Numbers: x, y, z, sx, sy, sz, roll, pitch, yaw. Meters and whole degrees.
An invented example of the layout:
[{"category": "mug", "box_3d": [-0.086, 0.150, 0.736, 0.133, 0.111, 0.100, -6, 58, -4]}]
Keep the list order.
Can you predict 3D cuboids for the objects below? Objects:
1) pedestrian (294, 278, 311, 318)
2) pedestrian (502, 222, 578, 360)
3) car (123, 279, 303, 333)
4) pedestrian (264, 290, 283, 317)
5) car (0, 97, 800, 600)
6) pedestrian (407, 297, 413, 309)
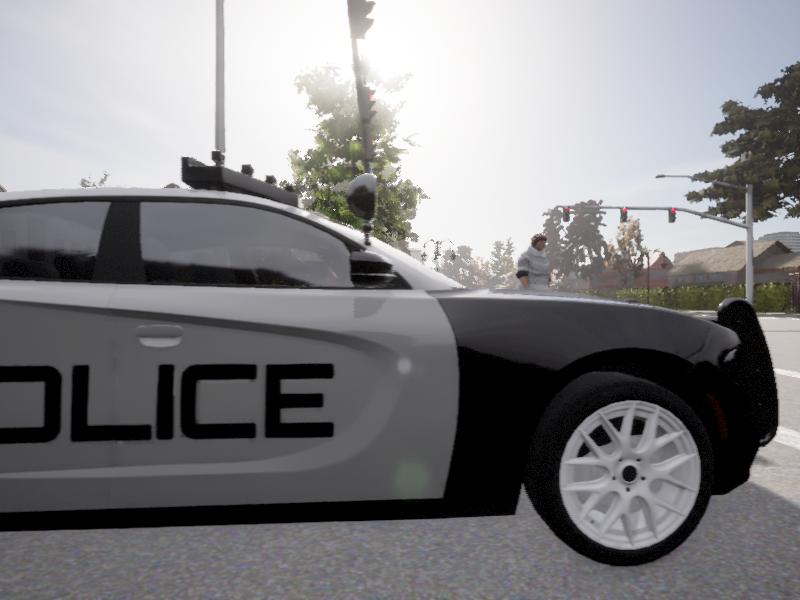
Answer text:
[{"category": "pedestrian", "box_3d": [-4.643, -0.115, 19.048, 0.751, 1.860, 0.751, 0, 0, -16]}, {"category": "pedestrian", "box_3d": [2.036, -0.116, 5.876, 0.751, 1.860, 0.751, 0, 0, -22]}, {"category": "car", "box_3d": [-6.024, 0.182, 13.461, 5.027, 1.651, 2.152, 0, 0, -3]}, {"category": "pedestrian", "box_3d": [-6.178, 0.166, 19.589, 0.751, 1.300, 0.751, 0, 0, -5]}, {"category": "car", "box_3d": [-0.717, 0.172, 2.280, 5.238, 1.638, 1.930, 0, 0, -4]}, {"category": "pedestrian", "box_3d": [0.881, 0.268, 35.406, 0.500, 1.100, 0.500, 0, 0, -2]}]
